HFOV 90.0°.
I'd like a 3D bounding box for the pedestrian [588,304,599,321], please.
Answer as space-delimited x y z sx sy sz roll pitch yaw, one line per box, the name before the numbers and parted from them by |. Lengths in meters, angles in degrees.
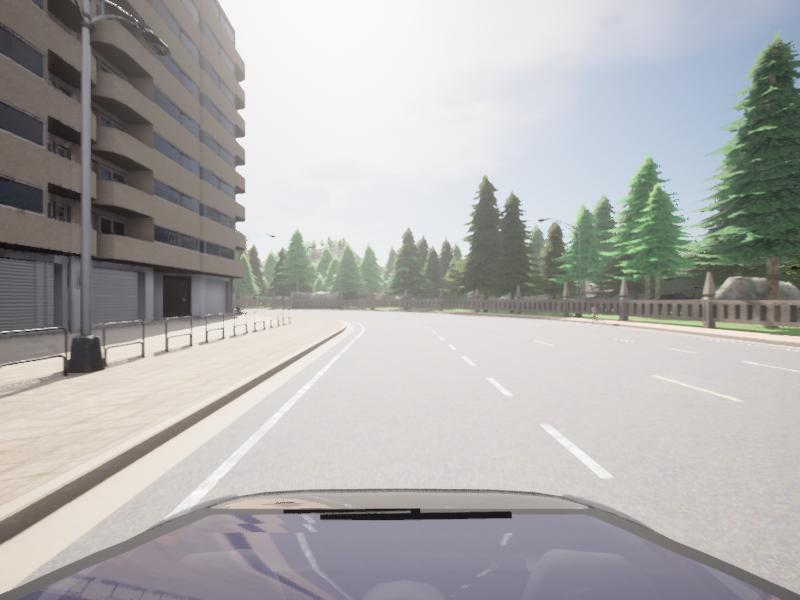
pedestrian | 12.935 0.830 26.743 0.500 1.100 0.500 0 0 -4
